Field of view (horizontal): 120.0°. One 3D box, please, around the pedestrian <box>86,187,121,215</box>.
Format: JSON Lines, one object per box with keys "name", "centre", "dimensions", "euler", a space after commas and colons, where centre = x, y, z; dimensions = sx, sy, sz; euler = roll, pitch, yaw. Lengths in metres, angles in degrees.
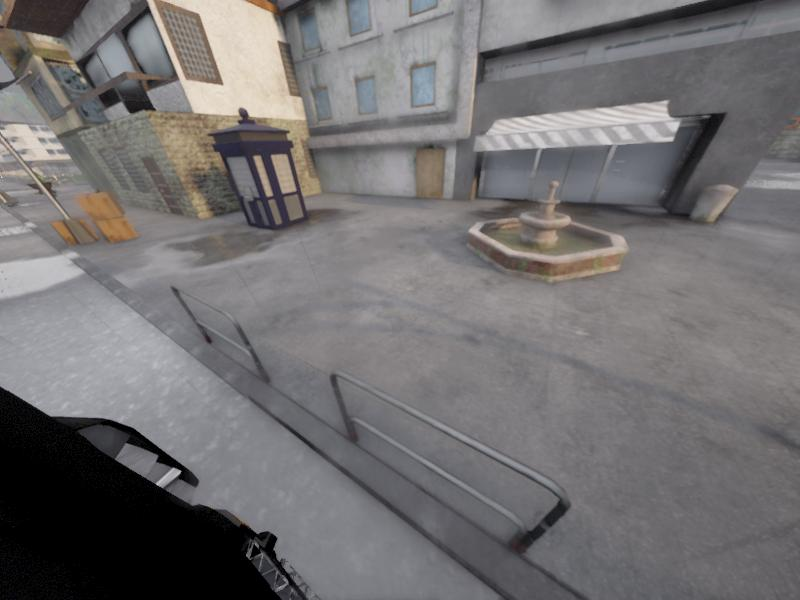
{"name": "pedestrian", "centre": [-14.186, -4.756, 11.092], "dimensions": [0.500, 1.100, 0.500], "euler": [-25, 39, -30]}
